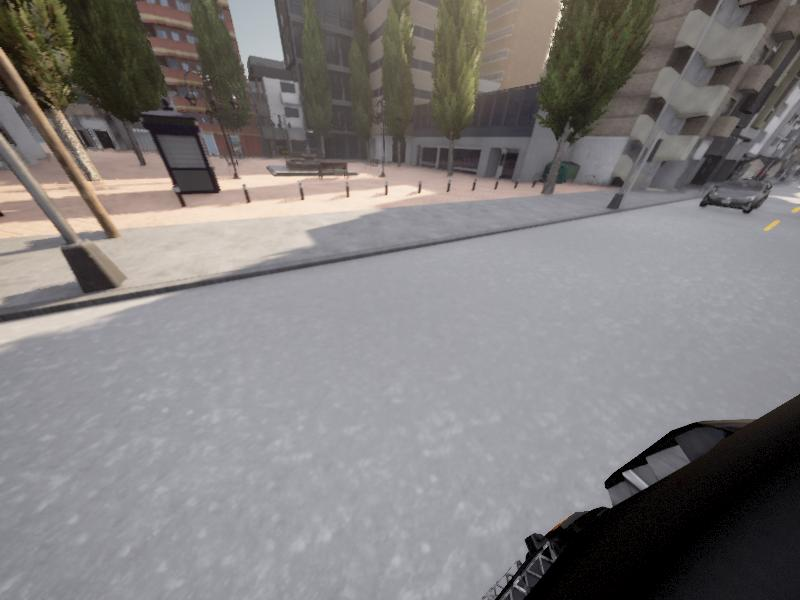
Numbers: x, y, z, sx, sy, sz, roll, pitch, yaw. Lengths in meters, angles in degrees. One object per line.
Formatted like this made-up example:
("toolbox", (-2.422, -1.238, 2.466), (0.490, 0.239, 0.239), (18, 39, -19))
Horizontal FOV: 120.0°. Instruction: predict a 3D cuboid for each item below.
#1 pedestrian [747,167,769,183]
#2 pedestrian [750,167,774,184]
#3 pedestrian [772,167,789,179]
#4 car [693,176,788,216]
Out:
("pedestrian", (48.686, -17.068, 31.459), (0.751, 1.860, 0.751), (-16, 38, -26))
("pedestrian", (46.825, -16.117, 29.886), (0.751, 1.860, 0.751), (-13, 37, -23))
("pedestrian", (69.673, -23.200, 42.301), (0.751, 1.860, 0.751), (-15, 38, -25))
("car", (19.292, -6.016, 13.104), (4.514, 1.525, 2.007), (-16, 38, -26))
